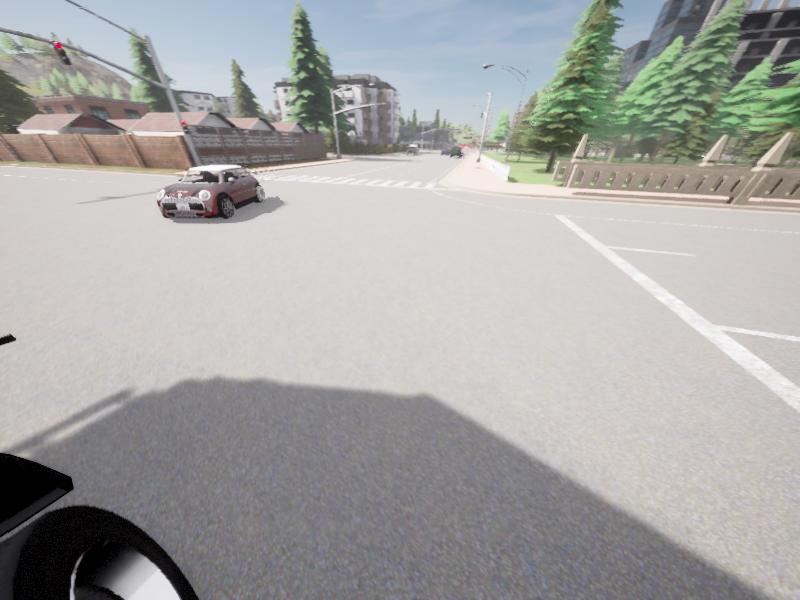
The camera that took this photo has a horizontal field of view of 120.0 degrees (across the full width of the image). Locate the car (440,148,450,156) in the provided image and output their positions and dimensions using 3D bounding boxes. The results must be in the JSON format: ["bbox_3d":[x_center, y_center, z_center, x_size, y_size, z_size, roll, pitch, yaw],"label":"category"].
[{"bbox_3d":[11.073,-36.113,56.325,1.789,1.549,3.705,10,35,13],"label":"car"}]

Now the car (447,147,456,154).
[{"bbox_3d":[14.829,-43.235,66.913,1.801,1.575,5.366,10,35,13],"label":"car"}]

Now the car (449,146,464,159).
[{"bbox_3d":[11.712,-30.560,47.710,2.150,2.045,5.566,10,35,13],"label":"car"}]

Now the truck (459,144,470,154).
[{"bbox_3d":[19.467,-45.416,69.467,2.627,2.467,5.204,10,35,13],"label":"truck"}]

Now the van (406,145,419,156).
[{"bbox_3d":[2.934,-34.810,53.742,2.069,2.038,4.480,10,35,13],"label":"van"}]

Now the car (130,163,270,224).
[{"bbox_3d":[-6.995,-4.196,8.799,1.970,1.475,3.806,0,34,-2],"label":"car"}]

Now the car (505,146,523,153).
[{"bbox_3d":[41.582,-54.809,84.316,5.566,2.045,2.150,9,35,12],"label":"car"}]

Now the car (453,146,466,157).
[{"bbox_3d":[13.769,-34.465,53.529,2.150,2.045,5.566,10,35,13],"label":"car"}]
